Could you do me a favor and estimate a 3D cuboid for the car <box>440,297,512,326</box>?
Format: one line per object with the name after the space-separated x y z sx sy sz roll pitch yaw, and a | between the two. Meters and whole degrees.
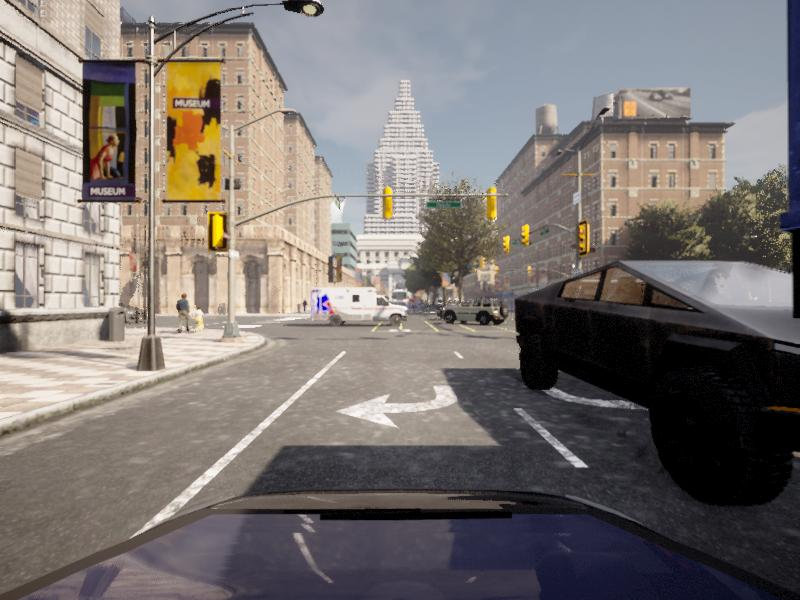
5.213 0.762 27.900 1.932 1.855 4.605 0 0 -44 | car

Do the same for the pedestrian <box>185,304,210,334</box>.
-9.148 0.837 18.072 0.751 1.300 0.751 0 0 2 | pedestrian

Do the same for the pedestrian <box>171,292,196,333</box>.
-9.873 0.558 18.294 0.751 1.860 0.751 0 0 -4 | pedestrian

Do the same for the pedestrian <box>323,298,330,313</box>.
-8.879 0.672 48.378 0.751 1.860 0.751 0 0 3 | pedestrian

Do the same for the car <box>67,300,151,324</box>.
-21.324 0.871 29.486 4.611 1.667 2.242 0 0 0 | car

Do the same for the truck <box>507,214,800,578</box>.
3.499 0.565 5.434 2.390 2.098 6.274 0 0 0 | truck

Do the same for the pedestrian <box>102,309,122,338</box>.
-11.437 0.928 15.888 0.500 1.100 0.500 0 0 29 | pedestrian

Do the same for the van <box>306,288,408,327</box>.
-2.672 0.480 26.096 6.366 2.431 2.351 0 0 0 | van

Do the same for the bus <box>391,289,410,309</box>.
0.078 -0.191 90.688 3.944 4.253 10.273 0 0 0 | bus

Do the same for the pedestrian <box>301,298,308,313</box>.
-11.613 0.673 48.718 0.751 1.860 0.751 0 0 -16 | pedestrian

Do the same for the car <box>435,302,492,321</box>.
5.725 0.967 35.708 4.974 1.542 2.038 0 -1 -35 | car
